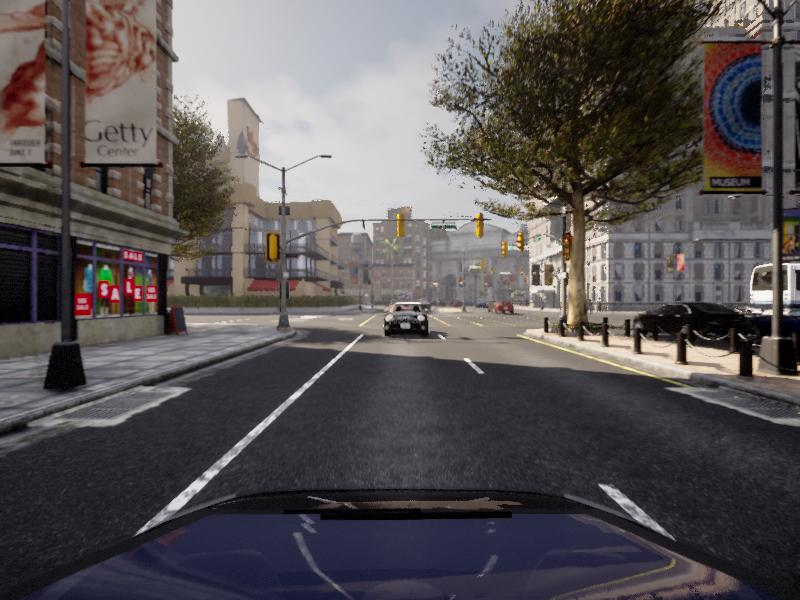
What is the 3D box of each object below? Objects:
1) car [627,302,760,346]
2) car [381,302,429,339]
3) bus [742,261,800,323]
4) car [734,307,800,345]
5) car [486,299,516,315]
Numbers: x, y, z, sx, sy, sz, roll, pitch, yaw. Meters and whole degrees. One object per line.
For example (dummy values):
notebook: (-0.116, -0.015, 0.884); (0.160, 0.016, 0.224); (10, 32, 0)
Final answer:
car: (11.528, 0.837, 16.271); (1.837, 1.490, 4.892); (0, 0, 0)
car: (0.316, 0.845, 18.253); (1.970, 1.475, 3.806); (0, 0, 4)
bus: (31.855, -0.546, 29.305); (10.273, 4.253, 3.944); (0, 0, -1)
car: (15.031, 0.937, 14.517); (1.895, 1.301, 4.718); (0, 0, 0)
car: (11.584, 0.761, 46.318); (2.152, 1.651, 5.027); (0, 0, 0)
